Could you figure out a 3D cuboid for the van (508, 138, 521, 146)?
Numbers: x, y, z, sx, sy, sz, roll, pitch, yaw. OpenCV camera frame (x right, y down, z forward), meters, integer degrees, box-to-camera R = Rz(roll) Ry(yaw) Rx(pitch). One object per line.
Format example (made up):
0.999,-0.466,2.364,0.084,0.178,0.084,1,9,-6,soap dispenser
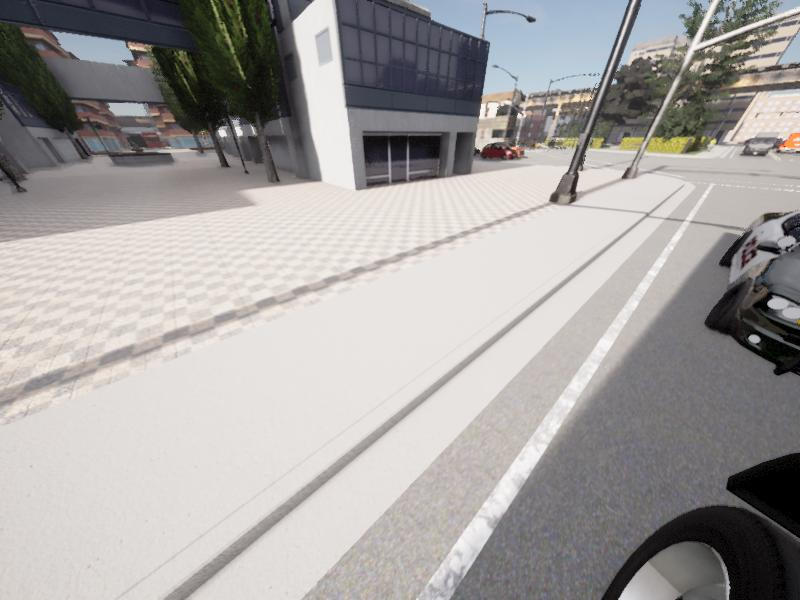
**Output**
33.856,-46.850,68.571,1.775,1.987,4.442,3,35,4,van

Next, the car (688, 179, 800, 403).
6.187,-0.384,3.077,4.974,1.542,2.038,-25,42,-31,car

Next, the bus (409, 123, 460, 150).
6.899,-34.629,48.772,3.944,4.253,10.273,-26,44,-31,bus

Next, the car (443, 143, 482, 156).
9.209,-22.371,34.327,2.033,1.411,5.357,-25,42,-31,car

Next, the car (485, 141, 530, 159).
13.703,-19.436,29.821,2.097,1.767,4.553,-26,42,-31,car

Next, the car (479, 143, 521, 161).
11.705,-17.554,27.334,1.851,1.617,3.988,-26,42,-31,car

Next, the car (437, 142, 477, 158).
7.608,-20.358,31.310,2.033,1.649,4.856,-26,43,-31,car

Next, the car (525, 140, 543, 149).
32.529,-37.929,56.265,1.801,1.575,5.366,3,35,4,car

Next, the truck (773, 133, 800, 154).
58.847,-23.294,34.317,5.204,2.467,2.627,-25,42,-31,truck

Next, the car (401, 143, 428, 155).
2.258,-24.017,36.592,1.994,1.385,4.181,-25,43,-31,car

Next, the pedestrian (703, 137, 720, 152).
47.669,-23.757,35.333,0.751,1.860,0.751,-30,44,-35,pedestrian

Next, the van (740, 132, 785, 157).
47.232,-20.386,30.245,5.915,2.561,1.988,-26,42,-31,van

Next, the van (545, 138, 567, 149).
35.724,-36.065,53.146,2.069,2.038,4.480,3,35,4,van

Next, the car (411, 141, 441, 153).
4.315,-25.832,38.976,1.882,1.535,5.008,-26,43,-31,car
